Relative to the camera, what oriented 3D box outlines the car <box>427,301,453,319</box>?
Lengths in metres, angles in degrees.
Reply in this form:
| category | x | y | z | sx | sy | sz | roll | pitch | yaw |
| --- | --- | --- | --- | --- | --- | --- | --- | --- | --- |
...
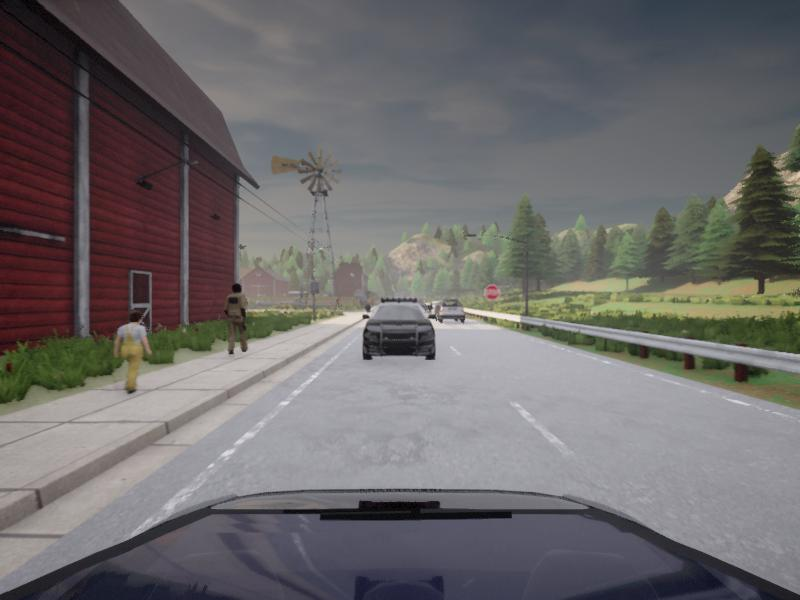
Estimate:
| category | x | y | z | sx | sy | sz | roll | pitch | yaw |
| --- | --- | --- | --- | --- | --- | --- | --- | --- | --- |
| car | 3.419 | 0.823 | 34.777 | 1.812 | 1.442 | 4.674 | 0 | 0 | 0 |

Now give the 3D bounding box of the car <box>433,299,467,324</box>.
| category | x | y | z | sx | sy | sz | roll | pitch | yaw |
| --- | --- | --- | --- | --- | --- | --- | --- | --- | --- |
| car | 3.437 | 0.749 | 28.064 | 1.851 | 1.617 | 3.988 | 0 | 0 | 0 |

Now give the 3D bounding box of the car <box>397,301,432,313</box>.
| category | x | y | z | sx | sy | sz | roll | pitch | yaw |
| --- | --- | --- | --- | --- | --- | --- | --- | --- | --- |
| car | 1.732 | 0.843 | 47.887 | 1.994 | 1.385 | 4.181 | 0 | 0 | 41 |

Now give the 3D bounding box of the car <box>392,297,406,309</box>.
| category | x | y | z | sx | sy | sz | roll | pitch | yaw |
| --- | --- | --- | --- | --- | --- | --- | --- | --- | --- |
| car | -0.156 | 0.480 | 66.437 | 2.150 | 2.045 | 5.566 | 0 | 0 | 0 |

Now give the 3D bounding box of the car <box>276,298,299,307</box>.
| category | x | y | z | sx | sy | sz | roll | pitch | yaw |
| --- | --- | --- | --- | --- | --- | --- | --- | --- | --- |
| car | -25.341 | 0.534 | 90.433 | 4.605 | 1.855 | 1.932 | 0 | 0 | 0 |

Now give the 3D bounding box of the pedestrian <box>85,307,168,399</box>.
| category | x | y | z | sx | sy | sz | roll | pitch | yaw |
| --- | --- | --- | --- | --- | --- | --- | --- | --- | --- |
| pedestrian | -4.124 | 0.756 | 6.090 | 0.751 | 1.300 | 0.751 | 0 | 0 | -1 |

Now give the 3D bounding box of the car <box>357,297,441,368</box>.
| category | x | y | z | sx | sy | sz | roll | pitch | yaw |
| --- | --- | --- | --- | --- | --- | --- | --- | --- | --- |
| car | -0.028 | 0.754 | 11.896 | 1.930 | 1.638 | 5.238 | 0 | 0 | 0 |

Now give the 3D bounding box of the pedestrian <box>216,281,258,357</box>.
| category | x | y | z | sx | sy | sz | roll | pitch | yaw |
| --- | --- | --- | --- | --- | --- | --- | --- | --- | --- |
| pedestrian | -4.140 | 0.470 | 10.200 | 0.751 | 1.860 | 0.751 | 0 | 0 | 0 |

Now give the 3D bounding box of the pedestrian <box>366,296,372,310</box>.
| category | x | y | z | sx | sy | sz | roll | pitch | yaw |
| --- | --- | --- | --- | --- | --- | --- | --- | --- | --- |
| pedestrian | -4.395 | 0.410 | 56.424 | 0.751 | 1.860 | 0.751 | 0 | 0 | -3 |
